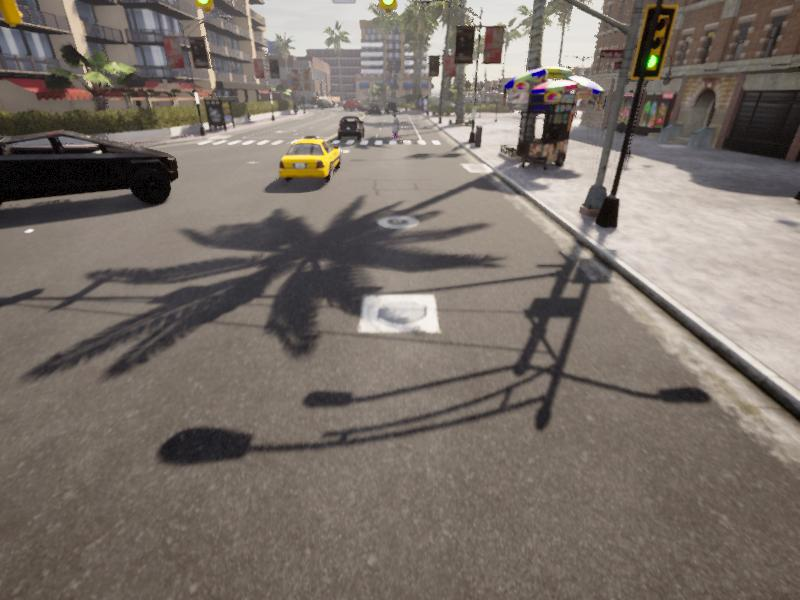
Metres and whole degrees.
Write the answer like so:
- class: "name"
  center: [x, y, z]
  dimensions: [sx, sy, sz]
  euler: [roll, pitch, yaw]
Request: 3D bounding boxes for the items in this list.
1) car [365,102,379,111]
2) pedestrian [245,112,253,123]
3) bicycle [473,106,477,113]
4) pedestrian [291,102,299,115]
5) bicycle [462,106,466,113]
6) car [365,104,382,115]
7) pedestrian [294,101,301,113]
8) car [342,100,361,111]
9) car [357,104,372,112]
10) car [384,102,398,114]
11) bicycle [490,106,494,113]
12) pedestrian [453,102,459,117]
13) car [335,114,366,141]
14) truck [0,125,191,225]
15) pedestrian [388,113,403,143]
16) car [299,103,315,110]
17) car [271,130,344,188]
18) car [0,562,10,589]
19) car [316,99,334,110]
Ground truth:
- class: "car"
  center: [-6.161, -41.928, 86.638]
  dimensions: [1.789, 1.549, 3.705]
  euler: [-12, 29, -21]
- class: "pedestrian"
  center: [-16.840, -20.325, 44.640]
  dimensions: [0.500, 1.100, 0.500]
  euler: [1, 27, 2]
- class: "bicycle"
  center: [13.730, -34.701, 72.860]
  dimensions: [0.373, 1.024, 1.643]
  euler: [0, 27, -1]
- class: "pedestrian"
  center: [-16.794, -30.670, 63.973]
  dimensions: [0.751, 1.860, 0.751]
  euler: [0, 27, -1]
- class: "bicycle"
  center: [11.718, -34.687, 72.830]
  dimensions: [0.373, 1.024, 1.643]
  euler: [0, 27, -1]
- class: "car"
  center: [-4.769, -33.782, 70.796]
  dimensions: [2.242, 1.667, 4.611]
  euler: [-6, 28, -11]
- class: "pedestrian"
  center: [-18.006, -33.906, 70.280]
  dimensions: [0.751, 1.860, 0.751]
  euler: [11, 29, 20]
- class: "car"
  center: [-10.826, -43.024, 88.255]
  dimensions: [2.150, 2.045, 5.566]
  euler: [-14, 30, -25]
- class: "car"
  center: [-7.127, -38.377, 79.909]
  dimensions: [1.994, 1.385, 4.181]
  euler: [-10, 29, -18]
- class: "car"
  center: [-1.686, -35.157, 73.114]
  dimensions: [1.905, 1.878, 3.866]
  euler: [-6, 28, -11]
- class: "bicycle"
  center: [16.747, -34.722, 72.905]
  dimensions: [0.373, 1.024, 1.643]
  euler: [0, 27, -1]
- class: "pedestrian"
  center: [8.283, -28.121, 59.033]
  dimensions: [0.751, 1.860, 0.751]
  euler: [0, 27, 0]
- class: "car"
  center: [-3.750, -13.341, 30.872]
  dimensions: [1.851, 1.617, 3.988]
  euler: [0, 27, 0]
- class: "truck"
  center: [-9.961, -3.732, 11.593]
  dimensions: [6.274, 2.098, 2.390]
  euler: [-18, 32, -31]
- class: "pedestrian"
  center: [-0.303, -12.149, 28.221]
  dimensions: [0.751, 1.860, 0.751]
  euler: [-16, 31, -28]
- class: "car"
  center: [-21.700, -45.053, 92.999]
  dimensions: [1.895, 1.301, 4.718]
  euler: [-16, 31, -28]
- class: "car"
  center: [-3.585, -5.989, 16.567]
  dimensions: [1.801, 1.575, 5.366]
  euler: [0, 27, 0]
- class: "car"
  center: [-3.668, 2.213, 0.341]
  dimensions: [2.097, 1.767, 4.553]
  euler: [-1, 27, -3]
- class: "car"
  center: [-17.357, -45.214, 92.516]
  dimensions: [2.150, 2.045, 5.566]
  euler: [-14, 30, -25]
